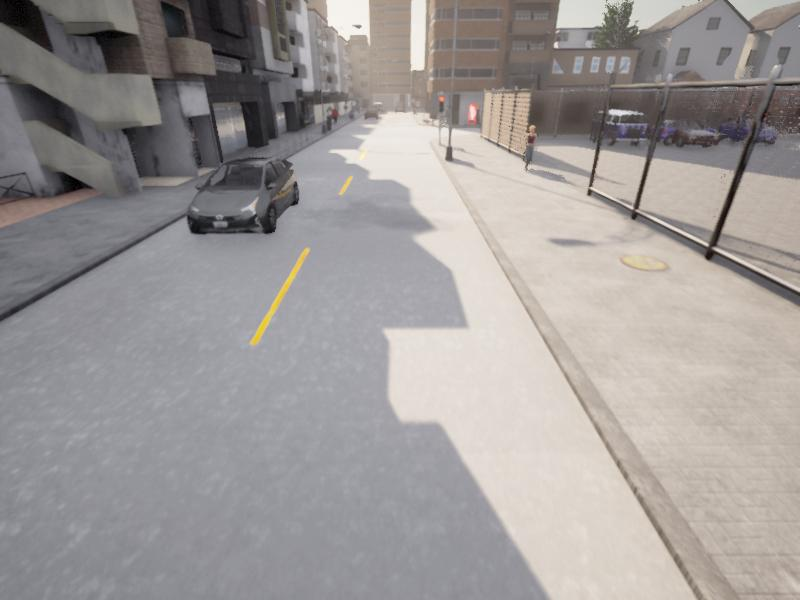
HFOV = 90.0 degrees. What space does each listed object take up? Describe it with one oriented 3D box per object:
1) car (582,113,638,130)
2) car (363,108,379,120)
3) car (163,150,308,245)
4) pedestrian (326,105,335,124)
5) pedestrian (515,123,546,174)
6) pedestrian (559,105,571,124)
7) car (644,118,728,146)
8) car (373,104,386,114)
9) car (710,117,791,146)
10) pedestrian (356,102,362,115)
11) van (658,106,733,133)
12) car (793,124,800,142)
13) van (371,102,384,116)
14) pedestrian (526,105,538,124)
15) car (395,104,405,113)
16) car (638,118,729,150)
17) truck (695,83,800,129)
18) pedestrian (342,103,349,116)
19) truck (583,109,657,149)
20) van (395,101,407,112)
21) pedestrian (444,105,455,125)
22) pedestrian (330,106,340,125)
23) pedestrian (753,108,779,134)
[{"bbox_3d":[20.142,-17.239,38.524,4.181,1.385,1.994,0,27,0],"label":"car"},{"bbox_3d":[-4.000,-26.283,56.488,1.895,1.301,4.718,0,27,0],"label":"car"},{"bbox_3d":[-4.027,-2.980,10.819,2.007,1.525,4.514,0,27,0],"label":"car"},{"bbox_3d":[-7.972,-21.275,45.868,0.751,1.860,0.751,-1,27,-2],"label":"pedestrian"},{"bbox_3d":[5.293,-6.191,16.330,0.751,1.860,0.751,0,27,0],"label":"pedestrian"},{"bbox_3d":[17.633,-19.857,42.815,0.751,1.860,0.751,3,27,6],"label":"pedestrian"},{"bbox_3d":[18.085,-10.710,25.467,3.705,1.547,1.789,0,27,0],"label":"car"},{"bbox_3d":[-3.983,-37.955,79.455,2.242,1.667,4.611,0,27,0],"label":"car"},{"bbox_3d":[22.538,-10.980,25.969,1.845,1.501,3.633,0,27,0],"label":"car"},{"bbox_3d":[-6.817,-31.707,66.188,0.751,1.860,0.751,3,27,6],"label":"pedestrian"},{"bbox_3d":[25.562,-15.732,34.793,4.480,2.038,2.069,0,27,0],"label":"van"},{"bbox_3d":[27.654,-10.729,25.052,1.905,1.878,3.866,0,27,0],"label":"car"},{"bbox_3d":[-3.990,-34.697,72.557,2.069,2.038,4.480,0,27,0],"label":"van"},{"bbox_3d":[14.129,-19.813,42.766,0.751,1.860,0.751,-6,28,-10],"label":"pedestrian"},{"bbox_3d":[0.017,-38.534,80.418,2.033,1.649,4.856,0,27,0],"label":"car"},{"bbox_3d":[17.859,-10.718,25.643,2.033,1.415,5.357,0,27,0],"label":"car"},{"bbox_3d":[33.778,-18.390,37.931,8.468,3.827,2.891,0,27,0],"label":"truck"},{"bbox_3d":[-8.334,-29.106,61.135,0.751,1.860,0.751,2,27,4],"label":"pedestrian"},{"bbox_3d":[13.897,-11.054,25.657,2.069,2.038,4.478,0,27,0],"label":"truck"},{"bbox_3d":[0.164,-42.470,87.713,1.775,1.987,4.442,5,28,11],"label":"van"},{"bbox_3d":[5.305,-19.944,43.116,0.751,1.860,0.751,-20,33,-33],"label":"pedestrian"},{"bbox_3d":[-7.030,-20.028,43.429,0.751,1.860,0.751,1,27,3],"label":"pedestrian"},{"bbox_3d":[28.676,-14.040,31.378,0.751,1.860,0.751,6,28,12],"label":"pedestrian"}]
